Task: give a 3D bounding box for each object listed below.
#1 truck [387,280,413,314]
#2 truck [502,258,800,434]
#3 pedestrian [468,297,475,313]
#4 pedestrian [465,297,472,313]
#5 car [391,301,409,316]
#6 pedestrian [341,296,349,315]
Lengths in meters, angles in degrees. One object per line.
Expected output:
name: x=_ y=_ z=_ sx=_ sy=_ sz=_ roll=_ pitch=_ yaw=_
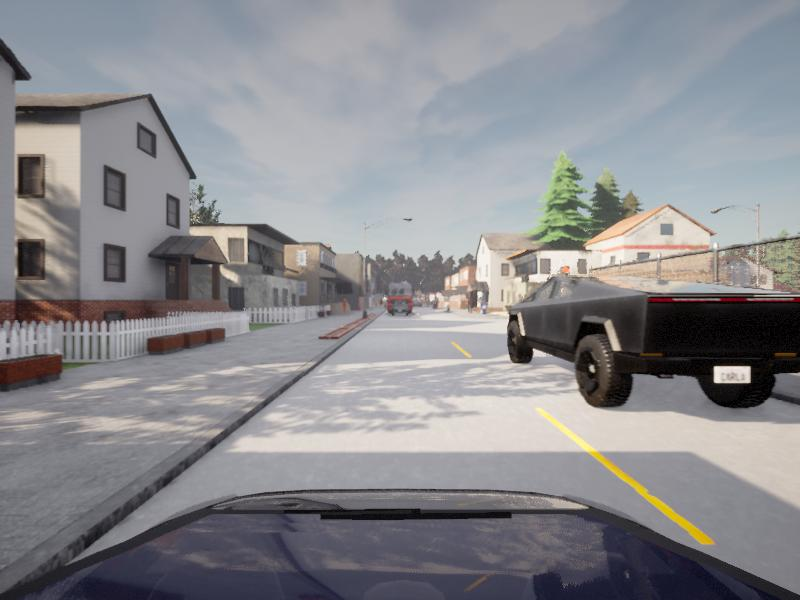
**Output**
truck: x=-0.008 y=-0.290 z=49.557 sx=2.891 sy=3.827 sz=8.468 roll=0 pitch=0 yaw=0
truck: x=3.992 y=0.548 z=7.883 sx=2.390 sy=2.098 sz=6.274 roll=0 pitch=0 yaw=0
pedestrian: x=7.930 y=0.552 z=44.409 sx=0.751 sy=1.860 sz=0.751 roll=0 pitch=0 yaw=8
pedestrian: x=8.045 y=0.553 z=46.838 sx=0.751 sy=1.860 sz=0.751 roll=0 pitch=0 yaw=5
car: x=0.007 y=0.840 z=41.280 sx=1.789 sy=1.549 sz=3.705 roll=0 pitch=0 yaw=0
pedestrian: x=-5.709 y=0.558 z=41.368 sx=0.751 sy=1.860 sz=0.751 roll=0 pitch=0 yaw=0
